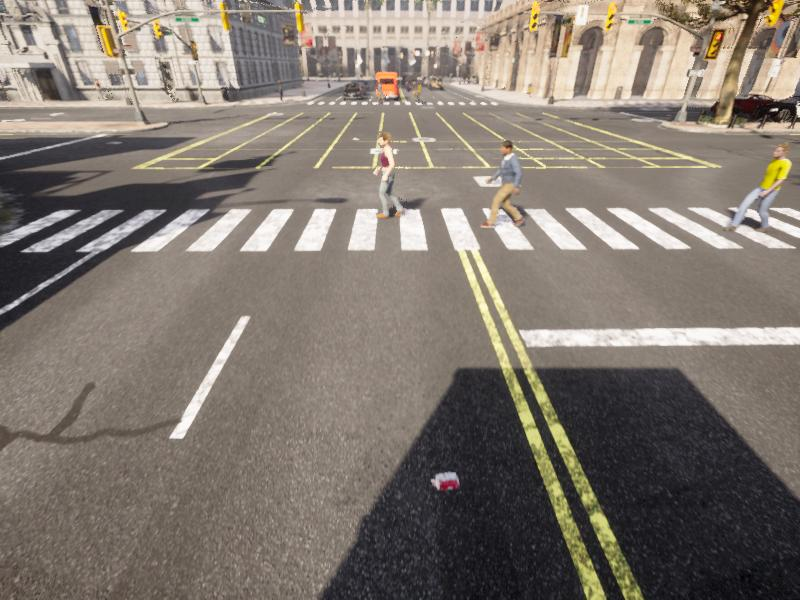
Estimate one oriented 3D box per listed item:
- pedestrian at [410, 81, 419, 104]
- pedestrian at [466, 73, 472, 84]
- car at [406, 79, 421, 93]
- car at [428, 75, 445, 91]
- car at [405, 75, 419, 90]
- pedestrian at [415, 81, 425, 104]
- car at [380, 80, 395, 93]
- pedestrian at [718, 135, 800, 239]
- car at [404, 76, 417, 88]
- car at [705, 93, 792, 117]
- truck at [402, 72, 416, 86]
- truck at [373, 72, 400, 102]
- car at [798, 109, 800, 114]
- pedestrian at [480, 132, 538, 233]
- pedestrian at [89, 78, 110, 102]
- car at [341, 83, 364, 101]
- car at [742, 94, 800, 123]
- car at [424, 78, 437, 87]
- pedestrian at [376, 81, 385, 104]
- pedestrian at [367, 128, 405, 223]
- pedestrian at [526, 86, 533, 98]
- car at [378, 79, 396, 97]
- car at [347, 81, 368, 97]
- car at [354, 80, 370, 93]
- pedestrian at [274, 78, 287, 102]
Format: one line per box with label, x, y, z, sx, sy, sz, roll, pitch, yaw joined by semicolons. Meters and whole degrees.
pedestrian;1.340;-19.370;37.270;0.751;1.860;0.751;-1;30;-2
pedestrian;13.087;-42.296;76.261;0.751;1.860;0.751;-4;31;-6
car;1.835;-29.463;54.974;1.816;1.474;4.193;0;30;-1
car;5.287;-31.363;57.844;1.932;1.855;4.605;0;30;-1
car;1.757;-32.642;60.002;1.905;1.878;3.866;0;30;-1
pedestrian;1.817;-18.943;36.538;0.751;1.860;0.751;3;30;5
car;-1.672;-29.375;54.912;1.994;1.385;4.181;0;30;-1
pedestrian;7.367;-2.246;7.999;0.751;1.860;0.751;1;30;2
car;1.632;-35.971;65.945;1.930;1.638;5.238;0;30;0
car;25.181;-14.172;29.034;4.181;1.385;1.994;0;30;-1
truck;1.537;-40.295;72.891;2.390;2.098;6.274;0;30;-1
truck;-1.345;-22.036;41.264;2.627;2.467;5.204;-1;30;-1
car;32.261;-14.213;29.140;4.181;1.385;1.994;0;30;0
pedestrian;2.179;-2.387;8.213;0.751;1.860;0.751;0;30;0
pedestrian;-27.306;-19.106;36.368;0.751;1.860;0.751;1;30;1
car;-4.852;-21.657;41.563;1.837;1.490;4.892;-1;30;-1
car;25.798;-12.485;25.990;4.974;1.542;2.038;0;30;-1
car;5.134;-37.151;68.325;1.895;1.301;4.718;0;30;-1
pedestrian;-1.769;-19.016;36.649;0.751;1.860;0.751;3;30;4
pedestrian;-0.269;-2.722;8.773;0.751;1.860;0.751;1;30;1
pedestrian;13.692;-22.011;42.305;0.500;1.100;0.500;0;30;-1
car;-1.499;-25.150;47.411;1.930;1.638;5.238;0;30;-1
car;-5.018;-25.383;48.037;2.033;1.411;5.357;0;30;-1
car;-5.168;-29.271;54.713;1.994;1.385;4.181;-1;30;-2
pedestrian;-10.980;-19.306;36.795;0.751;1.860;0.751;-1;30;-3
